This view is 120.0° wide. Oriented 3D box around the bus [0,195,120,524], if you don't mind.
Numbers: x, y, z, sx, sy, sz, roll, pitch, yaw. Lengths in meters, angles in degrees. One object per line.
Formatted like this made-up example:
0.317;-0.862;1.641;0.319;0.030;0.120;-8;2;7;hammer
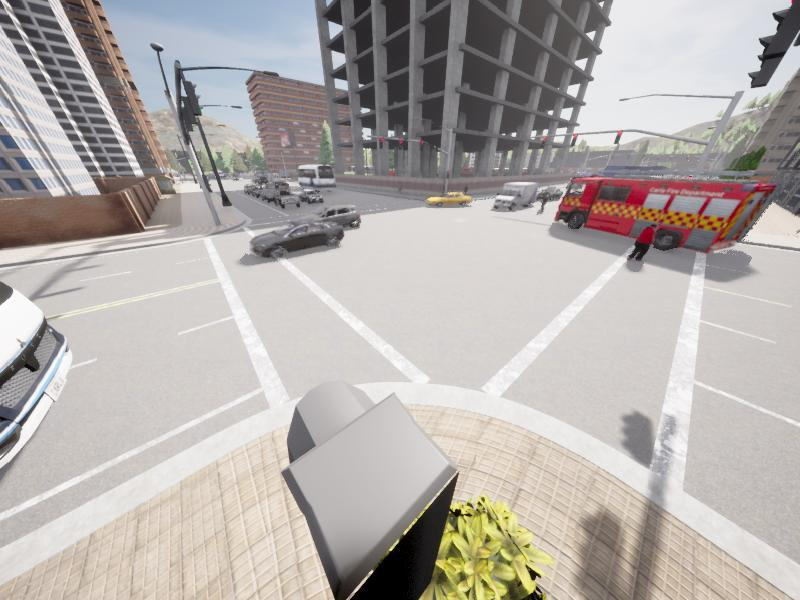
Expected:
-9.885;1.753;0.719;10.273;4.253;3.944;-23;37;-34;bus

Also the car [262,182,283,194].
-22.848;-20.105;41.335;1.837;1.490;4.892;-22;37;-33;car

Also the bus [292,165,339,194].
-15.612;-22.286;42.353;3.944;4.253;10.273;-22;37;-33;bus

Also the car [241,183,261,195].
-25.067;-18.693;38.909;1.816;1.474;4.193;-22;37;-34;car

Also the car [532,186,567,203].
20.227;-14.313;31.156;5.238;1.638;1.930;-23;37;-34;car

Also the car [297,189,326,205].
-11.249;-13.098;29.215;1.970;1.475;3.806;-22;37;-33;car

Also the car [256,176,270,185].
-34.676;-30.169;58.369;1.905;1.878;3.866;-22;37;-33;car

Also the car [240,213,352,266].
-5.379;-3.462;12.489;4.902;1.511;2.128;-23;37;-34;car

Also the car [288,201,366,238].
-5.086;-5.942;16.626;4.611;1.667;2.242;-23;37;-34;car

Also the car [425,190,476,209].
5.676;-11.500;26.342;5.366;1.575;1.801;-9;31;-15;car

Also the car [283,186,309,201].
-14.901;-15.280;33.028;1.812;1.442;4.674;-22;37;-34;car

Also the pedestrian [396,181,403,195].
-0.038;-17.760;36.556;0.751;1.860;0.751;-23;37;-34;pedestrian

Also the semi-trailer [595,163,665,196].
38.727;-20.317;38.779;14.254;4.402;2.717;-16;34;-26;semi-trailer

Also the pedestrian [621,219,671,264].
11.385;-2.704;10.781;0.751;1.860;0.751;8;31;13;pedestrian

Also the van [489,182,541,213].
12.630;-11.320;25.184;6.366;2.431;2.351;-25;38;-36;van

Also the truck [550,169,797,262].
14.622;-5.728;14.106;2.891;3.827;8.468;-11;32;-19;truck

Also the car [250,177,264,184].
-38.982;-32.606;62.970;2.128;1.511;4.902;-22;37;-34;car

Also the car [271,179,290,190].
-25.192;-24.329;48.503;1.930;1.638;5.238;-22;37;-34;car

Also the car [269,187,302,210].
-13.065;-11.646;26.299;1.932;1.855;4.605;-21;36;-32;car

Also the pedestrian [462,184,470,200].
8.811;-14.436;30.795;0.751;1.860;0.751;4;30;7;pedestrian

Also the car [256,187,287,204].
-17.016;-13.831;30.482;2.163;1.488;4.792;-23;37;-34;car

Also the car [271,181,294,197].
-18.776;-17.815;36.971;1.905;1.878;3.866;-23;37;-34;car

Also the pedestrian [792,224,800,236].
26.003;-4.939;14.345;0.751;1.860;0.751;22;36;33;pedestrian

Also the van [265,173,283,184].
-34.049;-32.769;62.335;2.351;2.431;6.366;-22;37;-34;van

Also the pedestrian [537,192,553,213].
14.172;-9.550;22.639;0.751;1.860;0.751;12;32;20;pedestrian

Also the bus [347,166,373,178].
-16.947;-54.637;98.379;10.273;4.253;3.944;-23;37;-34;bus

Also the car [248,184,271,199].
-21.131;-16.369;34.750;1.851;1.617;3.988;-22;37;-34;car
